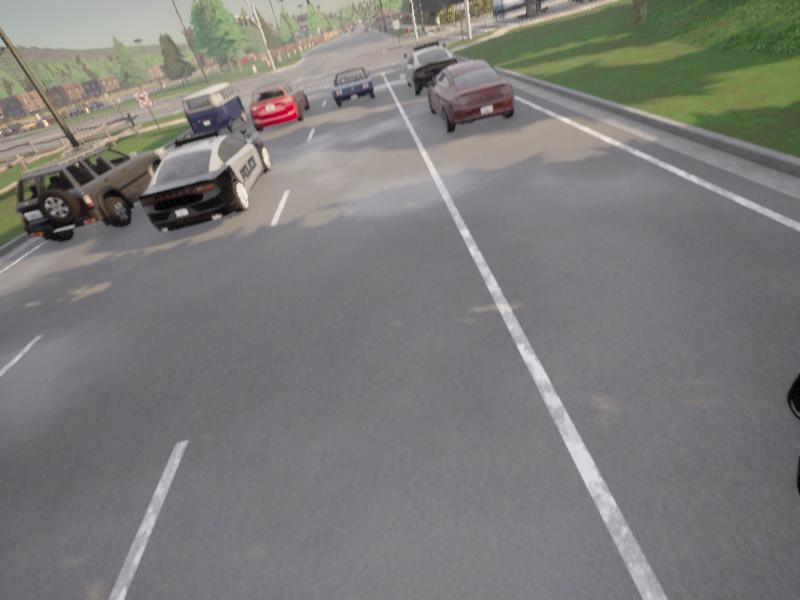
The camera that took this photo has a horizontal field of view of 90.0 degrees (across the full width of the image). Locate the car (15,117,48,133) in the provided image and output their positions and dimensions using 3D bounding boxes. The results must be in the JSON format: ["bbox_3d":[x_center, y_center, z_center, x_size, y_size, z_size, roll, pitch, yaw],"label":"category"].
[{"bbox_3d":[-71.405,-33.927,77.548,1.801,1.575,5.366,-13,35,3],"label":"car"}]

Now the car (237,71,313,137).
[{"bbox_3d":[-5.640,-9.295,18.704,2.242,1.667,4.611,-13,35,3],"label":"car"}]

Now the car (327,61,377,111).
[{"bbox_3d":[-2.291,-10.564,19.566,1.895,1.301,4.718,-13,35,3],"label":"car"}]

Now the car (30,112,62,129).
[{"bbox_3d":[-67.983,-34.556,76.946,2.097,1.767,4.553,-13,35,3],"label":"car"}]

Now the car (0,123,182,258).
[{"bbox_3d":[-8.238,-3.237,11.015,1.932,1.855,4.605,-13,34,3],"label":"car"}]

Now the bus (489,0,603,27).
[{"bbox_3d":[13.687,-28.806,36.538,10.273,4.253,3.944,-13,35,3],"label":"bus"}]

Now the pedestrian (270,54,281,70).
[{"bbox_3d":[-18.469,-35.458,59.510,0.751,1.860,0.751,-11,35,6],"label":"pedestrian"}]

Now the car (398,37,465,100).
[{"bbox_3d":[1.254,-10.367,17.675,1.930,1.638,5.238,-13,35,3],"label":"car"}]

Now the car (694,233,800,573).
[{"bbox_3d":[3.115,1.637,0.223,1.930,1.638,5.238,-13,35,3],"label":"car"}]

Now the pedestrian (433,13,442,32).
[{"bbox_3d":[4.862,-35.830,51.664,0.751,1.860,0.751,-16,35,-1],"label":"pedestrian"}]

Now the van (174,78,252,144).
[{"bbox_3d":[-9.239,-9.671,20.284,1.775,1.987,4.442,-13,35,3],"label":"van"}]

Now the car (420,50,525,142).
[{"bbox_3d":[1.913,-6.124,11.680,1.812,1.442,4.674,-13,35,3],"label":"car"}]

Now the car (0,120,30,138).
[{"bbox_3d":[-74.824,-33.130,77.409,1.932,1.855,4.605,-13,35,3],"label":"car"}]

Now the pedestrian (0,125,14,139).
[{"bbox_3d":[-63.170,-26.972,64.200,0.751,1.860,0.751,-19,35,-5],"label":"pedestrian"}]

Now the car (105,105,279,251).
[{"bbox_3d":[-4.725,-3.406,10.167,1.930,1.638,5.238,-13,35,3],"label":"car"}]
